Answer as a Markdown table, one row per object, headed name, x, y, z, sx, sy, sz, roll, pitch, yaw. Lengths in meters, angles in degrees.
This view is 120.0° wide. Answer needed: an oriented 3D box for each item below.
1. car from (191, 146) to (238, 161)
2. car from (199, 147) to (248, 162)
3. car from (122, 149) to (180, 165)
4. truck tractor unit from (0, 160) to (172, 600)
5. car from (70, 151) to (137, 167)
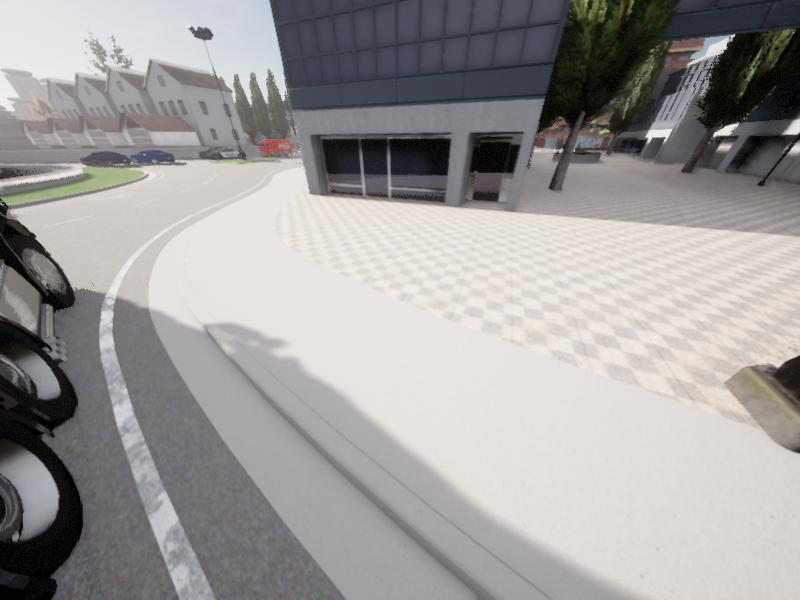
| name | x | y | z | sx | sy | sz | roll | pitch | yaw |
| --- | --- | --- | --- | --- | --- | --- | --- | --- | --- |
| car | -28.004 | -22.298 | 35.022 | 2.033 | 1.649 | 4.856 | 21 | 40 | 28 |
| car | -25.290 | -21.040 | 33.269 | 2.038 | 1.542 | 4.974 | 22 | 40 | 28 |
| car | -29.842 | -17.213 | 27.750 | 5.008 | 1.535 | 1.882 | 7 | 35 | 9 |
| truck tractor unit | -4.922 | -0.456 | 1.003 | 6.516 | 4.208 | 3.053 | 26 | 42 | 32 |
| car | -32.113 | -15.353 | 25.150 | 4.674 | 1.442 | 1.812 | 3 | 35 | 5 |
